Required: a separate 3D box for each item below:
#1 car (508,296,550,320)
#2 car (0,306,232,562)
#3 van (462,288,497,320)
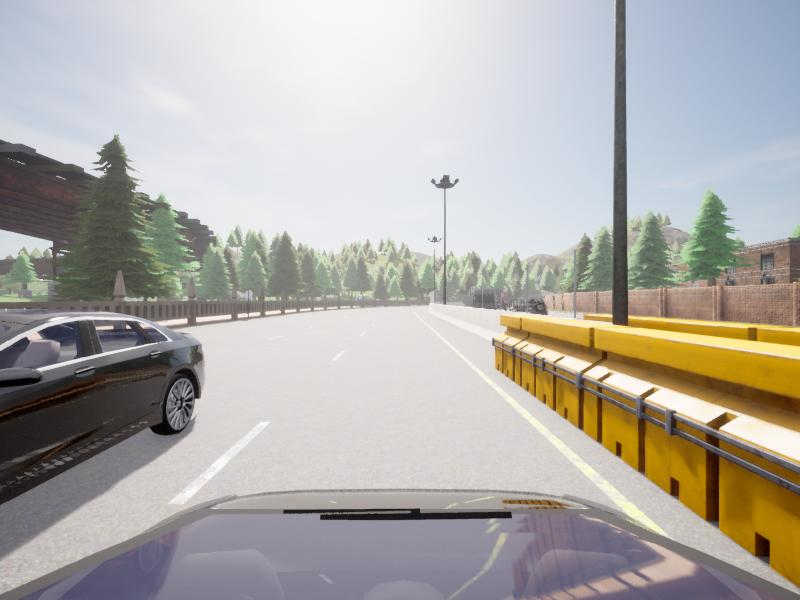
[{"bbox_3d":[10.493,0.655,32.981,1.932,1.855,4.605,0,-1,0],"label":"car"},{"bbox_3d":[-3.500,0.837,3.363,2.128,1.511,4.902,0,0,0],"label":"car"},{"bbox_3d":[7.024,0.330,35.927,1.988,2.561,5.915,0,0,1],"label":"van"}]
